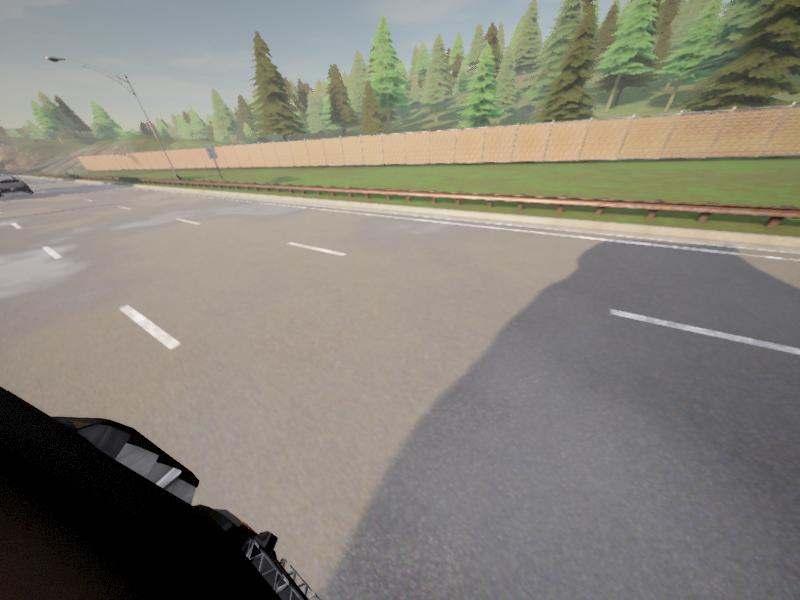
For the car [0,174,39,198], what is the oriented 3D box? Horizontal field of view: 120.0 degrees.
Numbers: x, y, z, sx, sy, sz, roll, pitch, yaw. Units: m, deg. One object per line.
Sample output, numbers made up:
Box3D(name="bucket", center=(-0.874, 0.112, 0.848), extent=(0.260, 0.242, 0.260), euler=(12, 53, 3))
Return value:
Box3D(name="car", center=(-34.507, -10.073, 20.261), extent=(4.902, 1.511, 2.128), euler=(16, 38, 26))
